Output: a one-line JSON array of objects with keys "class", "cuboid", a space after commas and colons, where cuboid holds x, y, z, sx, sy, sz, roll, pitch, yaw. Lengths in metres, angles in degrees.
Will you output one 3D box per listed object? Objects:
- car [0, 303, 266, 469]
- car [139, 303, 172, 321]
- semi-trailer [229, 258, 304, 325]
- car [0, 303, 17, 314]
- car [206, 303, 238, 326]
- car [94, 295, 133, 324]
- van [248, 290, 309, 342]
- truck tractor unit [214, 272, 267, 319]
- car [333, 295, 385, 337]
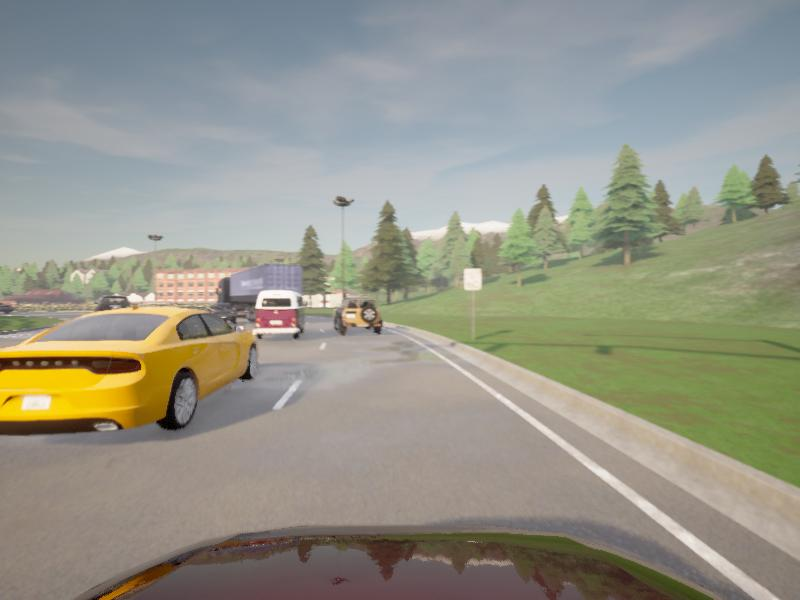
[{"class": "car", "cuboid": [-3.731, 0.846, 6.350, 1.882, 1.535, 5.008, 0, 0, -5]}, {"class": "car", "cuboid": [-21.781, 0.989, 35.575, 1.970, 1.475, 3.806, 0, 0, -41]}, {"class": "semi-trailer", "cuboid": [-11.636, -0.535, 33.349, 2.717, 4.402, 14.254, 0, 0, -32]}, {"class": "car", "cuboid": [-56.794, 1.203, 55.918, 5.357, 1.411, 2.033, 0, 0, 14]}, {"class": "car", "cuboid": [-12.592, 0.942, 28.203, 1.816, 1.474, 4.193, 0, 0, -27]}, {"class": "car", "cuboid": [-22.881, 0.704, 31.870, 2.150, 2.045, 5.566, 1, -1, -39]}, {"class": "van", "cuboid": [-5.250, 0.619, 17.862, 2.069, 2.038, 4.480, 0, 0, -10]}, {"class": "truck tractor unit", "cuboid": [-16.024, -0.407, 39.922, 3.053, 4.208, 6.516, -1, 0, -40]}, {"class": "car", "cuboid": [-2.190, 0.689, 20.021, 1.932, 1.855, 4.605, 1, 0, -14]}]
